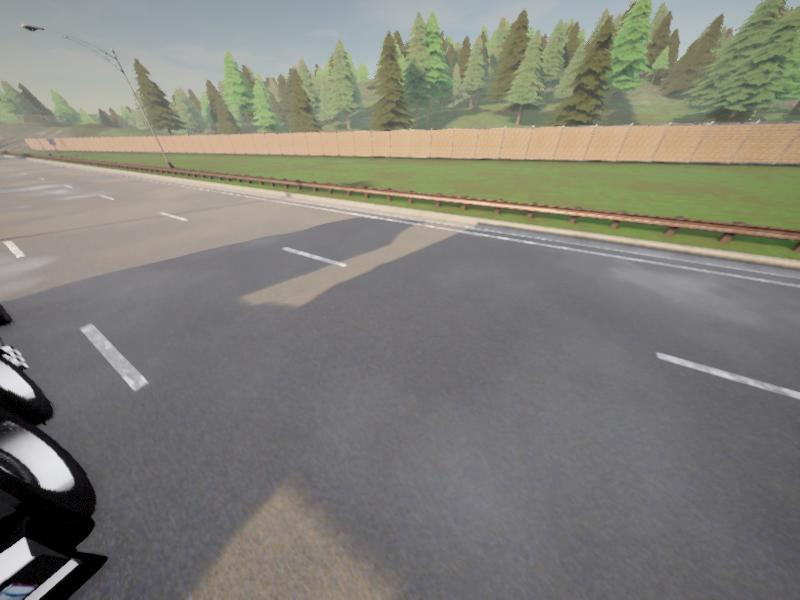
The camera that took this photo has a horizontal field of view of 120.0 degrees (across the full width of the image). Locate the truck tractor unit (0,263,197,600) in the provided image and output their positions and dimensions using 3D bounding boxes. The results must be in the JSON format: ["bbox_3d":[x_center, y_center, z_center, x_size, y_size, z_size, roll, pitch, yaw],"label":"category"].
[{"bbox_3d":[-5.117,-0.291,0.788,6.516,4.208,3.053,18,39,24],"label":"truck tractor unit"}]
